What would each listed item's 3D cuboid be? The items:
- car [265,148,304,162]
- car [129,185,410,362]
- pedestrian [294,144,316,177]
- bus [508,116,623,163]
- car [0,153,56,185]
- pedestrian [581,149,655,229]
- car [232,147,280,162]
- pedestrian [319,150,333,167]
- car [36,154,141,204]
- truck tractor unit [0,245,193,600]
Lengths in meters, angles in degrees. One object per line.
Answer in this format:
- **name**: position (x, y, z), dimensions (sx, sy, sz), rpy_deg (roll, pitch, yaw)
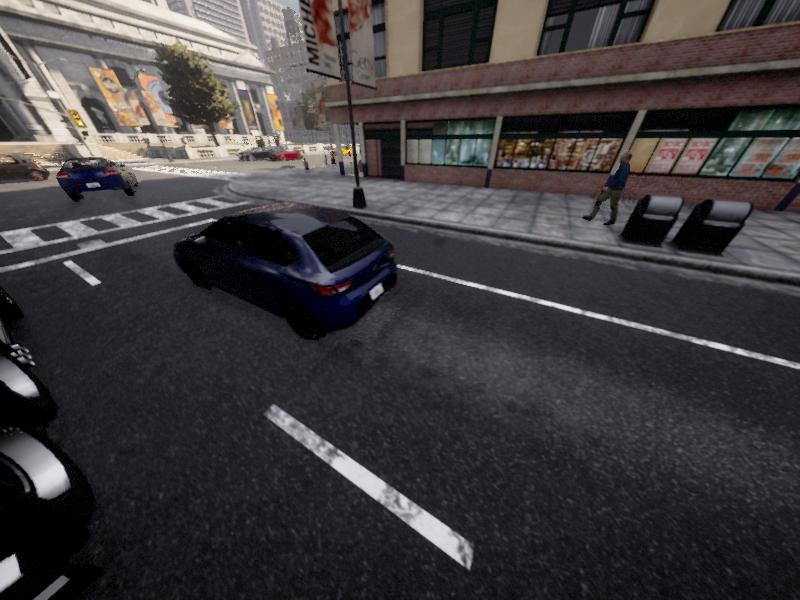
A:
- **car**: position (-15.342, -19.465, 30.898), dimensions (1.994, 1.385, 4.181), rpy_deg (17, 39, 23)
- **car**: position (-2.119, -0.862, 3.966), dimensions (4.193, 1.474, 1.816), rpy_deg (18, 39, 24)
- **pedestrian**: position (-6.437, -9.438, 15.678), dimensions (0.751, 1.860, 0.751), rpy_deg (-25, 42, -31)
- **bus**: position (19.811, -19.997, 28.836), dimensions (10.273, 4.253, 3.944), rpy_deg (18, 39, 23)
- **car**: position (-26.334, -8.457, 14.963), dimensions (1.851, 1.617, 3.988), rpy_deg (18, 39, 24)
- **pedestrian**: position (5.916, -3.066, 6.421), dimensions (0.751, 1.860, 0.751), rpy_deg (18, 39, 24)
- **car**: position (-19.223, -19.638, 31.054), dimensions (2.128, 1.511, 4.902), rpy_deg (18, 39, 24)
- **pedestrian**: position (-6.908, -13.230, 21.621), dimensions (0.751, 1.300, 0.751), rpy_deg (28, 44, 35)
- **car**: position (-15.514, -6.424, 11.941), dimensions (2.152, 1.651, 5.027), rpy_deg (-26, 43, -32)
- **truck tractor unit**: position (-5.076, -0.335, 0.821), dimensions (6.516, 4.208, 3.053), rpy_deg (20, 40, 26)
